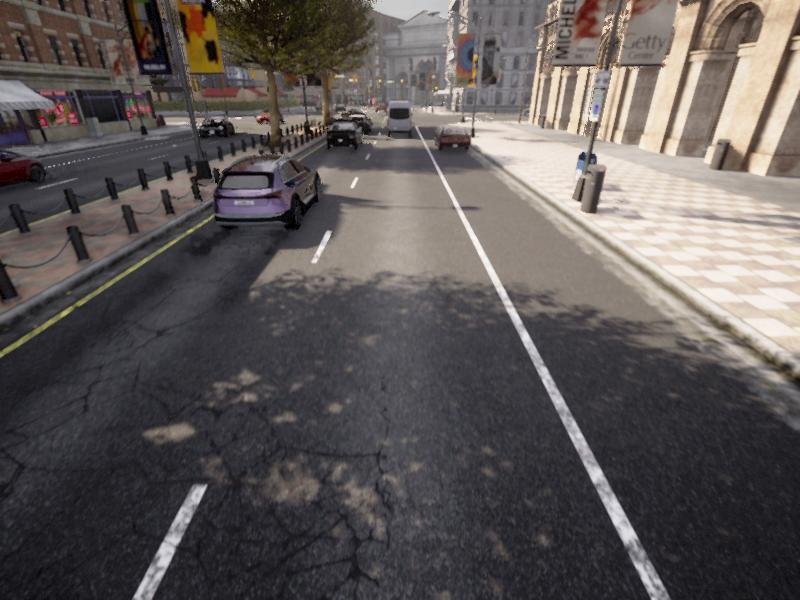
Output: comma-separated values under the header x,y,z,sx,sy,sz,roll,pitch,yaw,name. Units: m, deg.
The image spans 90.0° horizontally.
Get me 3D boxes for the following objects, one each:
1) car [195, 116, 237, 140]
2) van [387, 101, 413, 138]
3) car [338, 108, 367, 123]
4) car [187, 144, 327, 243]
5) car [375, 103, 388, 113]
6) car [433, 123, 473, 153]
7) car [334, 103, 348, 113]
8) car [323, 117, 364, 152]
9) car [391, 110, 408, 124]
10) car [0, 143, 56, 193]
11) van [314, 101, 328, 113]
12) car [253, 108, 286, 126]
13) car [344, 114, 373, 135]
x,y,z,sx,sy,sz,roll,pitch,yaw,name
-14.555,-13.751,31.890,1.970,1.475,3.806,-4,27,-8,car
-0.032,-15.320,33.694,1.988,2.561,5.915,0,27,0,van
-6.015,-23.156,50.142,1.837,1.490,4.892,-13,30,-24,car
-3.504,-3.158,11.026,2.033,1.649,4.856,0,27,0,car
-3.593,-37.571,78.146,2.152,1.651,5.027,0,27,0,car
3.226,-10.291,25.230,1.895,1.301,4.718,0,27,0,car
-11.593,-37.995,78.917,1.930,1.638,5.238,0,27,0,car
-3.525,-10.802,25.899,1.930,1.638,5.238,0,27,0,car
-0.054,-22.230,48.517,1.895,1.301,4.718,0,27,0,car
-15.009,-4.572,14.132,1.994,1.385,4.181,0,27,0,car
-15.092,-37.052,76.723,1.775,1.987,4.442,0,27,0,van
-15.050,-21.253,46.291,2.242,1.667,4.611,0,27,0,car
-3.531,-15.381,34.999,1.970,1.475,3.806,1,27,2,car
